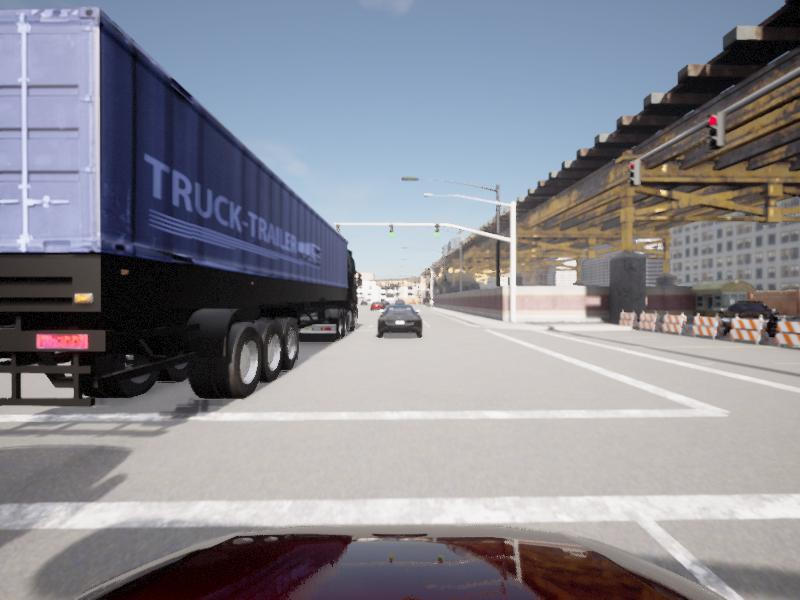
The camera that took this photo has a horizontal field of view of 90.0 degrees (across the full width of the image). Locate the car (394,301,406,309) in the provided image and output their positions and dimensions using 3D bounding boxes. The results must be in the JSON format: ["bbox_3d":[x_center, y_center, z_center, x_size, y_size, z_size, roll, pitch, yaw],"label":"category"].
[{"bbox_3d":[-0.002,0.849,70.249,2.128,1.511,4.902,0,0,0],"label":"car"}]

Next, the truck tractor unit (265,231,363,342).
[{"bbox_3d":[-3.546,-0.520,18.380,3.053,4.208,6.516,0,0,1],"label":"truck tractor unit"}]

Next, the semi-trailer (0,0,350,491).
[{"bbox_3d":[-3.679,-0.615,10.466,2.717,4.402,14.254,0,0,1],"label":"semi-trailer"}]

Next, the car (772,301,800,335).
[{"bbox_3d":[15.975,0.641,13.648,1.853,1.218,4.536,0,0,-36],"label":"car"}]

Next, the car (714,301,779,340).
[{"bbox_3d":[15.933,0.800,18.297,2.038,1.542,4.974,0,0,44],"label":"car"}]

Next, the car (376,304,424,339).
[{"bbox_3d":[0.000,0.911,18.715,1.994,1.385,4.181,0,0,0],"label":"car"}]

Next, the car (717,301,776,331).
[{"bbox_3d":[15.969,0.642,18.335,1.853,1.218,4.536,0,0,44],"label":"car"}]

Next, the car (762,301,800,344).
[{"bbox_3d":[15.944,0.799,13.689,2.038,1.542,4.974,0,0,-36],"label":"car"}]
